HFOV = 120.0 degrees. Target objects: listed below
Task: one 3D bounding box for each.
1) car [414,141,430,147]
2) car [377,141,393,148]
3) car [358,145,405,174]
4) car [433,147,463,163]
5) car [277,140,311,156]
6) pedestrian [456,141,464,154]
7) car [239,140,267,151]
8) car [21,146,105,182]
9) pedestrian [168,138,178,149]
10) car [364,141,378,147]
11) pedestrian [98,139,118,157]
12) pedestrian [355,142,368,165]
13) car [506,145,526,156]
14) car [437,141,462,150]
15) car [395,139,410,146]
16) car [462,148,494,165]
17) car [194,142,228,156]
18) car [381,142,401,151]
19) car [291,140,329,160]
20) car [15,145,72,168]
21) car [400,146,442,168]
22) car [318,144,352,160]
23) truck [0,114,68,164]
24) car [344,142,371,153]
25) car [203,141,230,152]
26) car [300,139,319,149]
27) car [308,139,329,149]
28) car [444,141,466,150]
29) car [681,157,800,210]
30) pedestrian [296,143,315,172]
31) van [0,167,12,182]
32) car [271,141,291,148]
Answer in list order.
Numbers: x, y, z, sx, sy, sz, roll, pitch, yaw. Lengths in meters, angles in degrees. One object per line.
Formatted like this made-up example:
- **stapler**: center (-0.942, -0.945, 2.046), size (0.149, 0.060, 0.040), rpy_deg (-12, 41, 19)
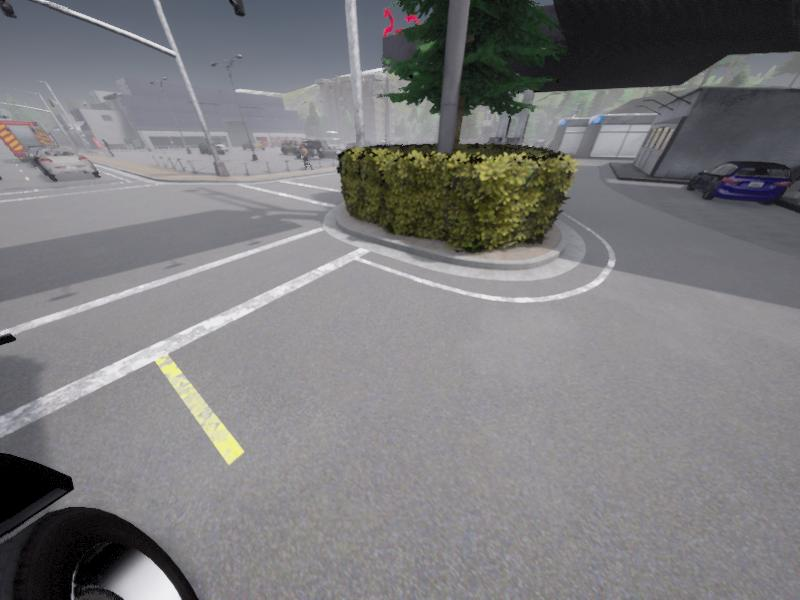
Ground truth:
- **car**: center (7.121, -51.214, 75.697), size (4.792, 1.488, 2.163), rpy_deg (22, 40, 27)
- **car**: center (-4.038, -41.438, 61.527), size (3.806, 1.475, 1.970), rpy_deg (22, 41, 28)
- **car**: center (-1.443, -12.018, 19.652), size (1.905, 1.878, 3.866), rpy_deg (22, 41, 28)
- **car**: center (5.916, -17.839, 28.325), size (1.970, 1.475, 3.806), rpy_deg (22, 41, 28)
- **car**: center (-15.309, -22.060, 33.445), size (4.605, 1.855, 1.932), rpy_deg (22, 41, 28)
- **pedestrian**: center (10.211, -26.038, 39.352), size (0.751, 1.860, 0.751), rpy_deg (-29, 44, -35)
- **car**: center (-27.784, -29.260, 43.671), size (5.027, 1.636, 2.152), rpy_deg (22, 41, 28)
- **car**: center (-21.966, -8.954, 15.054), size (5.027, 1.651, 2.152), rpy_deg (22, 40, 27)
- **pedestrian**: center (-49.480, -34.059, 50.275), size (0.751, 1.860, 0.751), rpy_deg (23, 41, 29)
- **car**: center (-8.426, -45.313, 66.975), size (3.633, 1.501, 1.845), rpy_deg (22, 41, 28)
- **pedestrian**: center (-35.502, -18.516, 28.105), size (0.751, 1.860, 0.751), rpy_deg (28, 43, 33)
- **pedestrian**: center (-3.793, -14.353, 22.668), size (0.751, 1.860, 0.751), rpy_deg (23, 41, 28)
- **car**: center (19.844, -25.675, 39.549), size (1.816, 1.474, 4.193), rpy_deg (22, 41, 28)
- **car**: center (11.198, -35.219, 52.718), size (5.027, 1.636, 2.152), rpy_deg (22, 41, 28)
- **car**: center (0.787, -53.885, 79.096), size (4.605, 1.855, 1.932), rpy_deg (22, 40, 27)
- **car**: center (9.249, -17.008, 27.262), size (1.994, 1.385, 4.181), rpy_deg (22, 41, 28)
- **car**: center (-27.492, -21.950, 33.549), size (4.514, 1.523, 2.007), rpy_deg (22, 41, 28)
- **car**: center (-1.867, -32.197, 48.316), size (3.633, 1.501, 1.845), rpy_deg (22, 41, 28)
- **car**: center (-10.728, -17.918, 27.565), size (3.866, 1.878, 1.905), rpy_deg (22, 41, 28)
- **car**: center (-31.982, -12.938, 20.714), size (4.974, 1.542, 2.038), rpy_deg (22, 41, 28)
- **car**: center (2.274, -14.936, 24.047), size (2.033, 1.649, 4.856), rpy_deg (22, 41, 28)
- **car**: center (-8.329, -19.048, 29.680), size (3.806, 1.475, 1.970), rpy_deg (22, 41, 28)
- **truck**: center (-39.279, -16.849, 24.220), size (8.468, 3.827, 2.891), rpy_deg (22, 41, 28)
- **car**: center (-7.610, -27.524, 41.605), size (4.514, 1.523, 2.007), rpy_deg (22, 41, 28)
- **car**: center (-31.185, -26.067, 39.251), size (3.806, 1.475, 1.970), rpy_deg (22, 41, 28)
- **car**: center (-20.475, -35.347, 52.229), size (3.866, 1.878, 1.905), rpy_deg (22, 41, 28)
- **car**: center (-19.154, -36.835, 54.386), size (4.605, 1.855, 1.932), rpy_deg (22, 41, 28)
- **car**: center (12.947, -36.706, 54.856), size (4.514, 1.523, 2.007), rpy_deg (22, 41, 28)
- **car**: center (16.864, -6.048, 11.620), size (2.242, 1.667, 4.611), rpy_deg (22, 41, 28)
- **pedestrian**: center (-7.470, -11.306, 18.317), size (0.751, 1.860, 0.751), rpy_deg (22, 40, 27)
- **van**: center (-26.062, -8.244, 13.653), size (4.480, 2.038, 2.069), rpy_deg (19, 39, 24)
- **car**: center (-32.631, -42.795, 63.437), size (1.816, 1.474, 4.193), rpy_deg (22, 41, 28)
